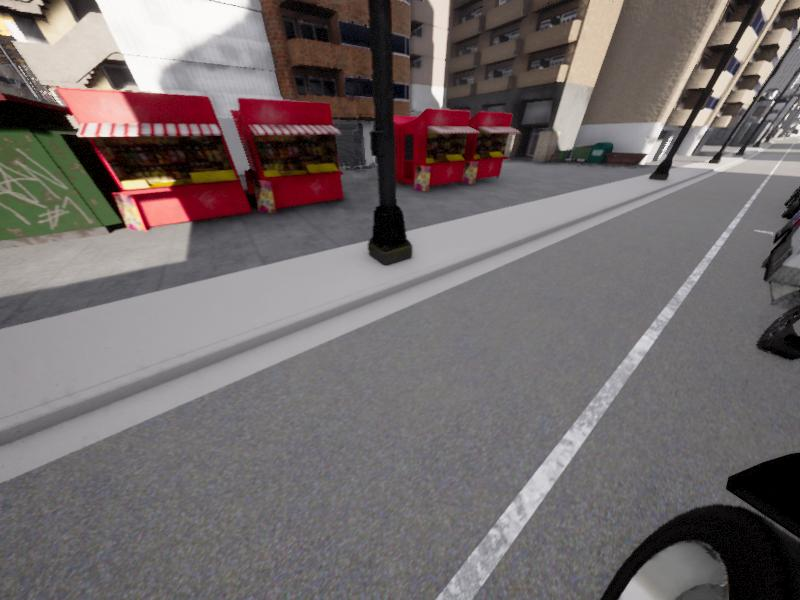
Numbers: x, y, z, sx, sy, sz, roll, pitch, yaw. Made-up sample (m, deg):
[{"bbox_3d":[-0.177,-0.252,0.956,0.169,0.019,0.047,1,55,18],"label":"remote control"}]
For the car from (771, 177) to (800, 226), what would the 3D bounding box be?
[{"bbox_3d":[14.865,-3.513,7.635,4.902,1.511,2.128,-22,41,-28],"label":"car"}]

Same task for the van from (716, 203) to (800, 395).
[{"bbox_3d":[7.211,-0.763,2.891,6.366,2.431,2.351,-22,40,-28],"label":"van"}]
